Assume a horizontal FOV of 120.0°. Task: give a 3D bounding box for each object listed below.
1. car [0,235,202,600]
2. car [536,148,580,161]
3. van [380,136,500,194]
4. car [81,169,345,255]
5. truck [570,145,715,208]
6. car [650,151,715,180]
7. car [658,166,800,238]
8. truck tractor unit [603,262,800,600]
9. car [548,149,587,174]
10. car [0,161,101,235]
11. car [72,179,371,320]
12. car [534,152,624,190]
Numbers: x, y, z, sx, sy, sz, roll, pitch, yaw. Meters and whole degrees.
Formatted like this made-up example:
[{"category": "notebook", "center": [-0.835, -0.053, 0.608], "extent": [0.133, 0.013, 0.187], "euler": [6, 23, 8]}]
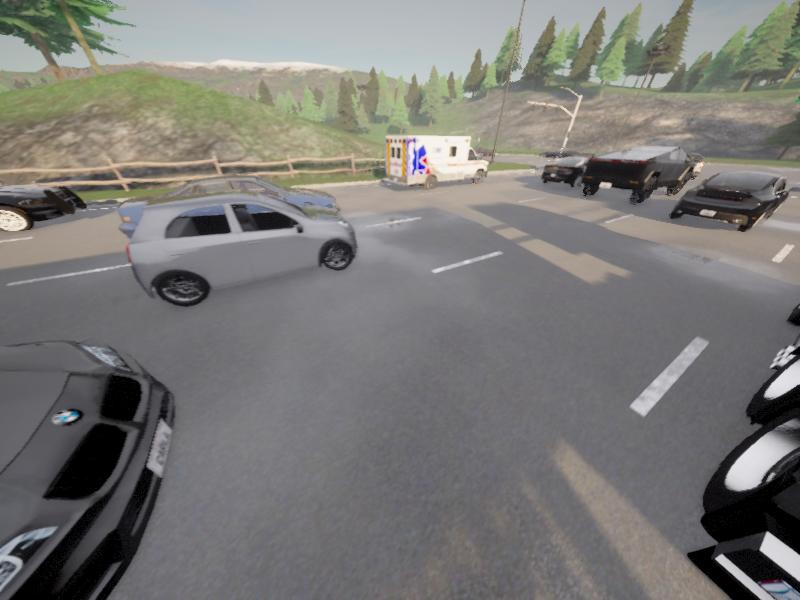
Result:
[{"category": "car", "center": [-3.838, 1.339, 0.572], "extent": [4.611, 1.667, 2.242], "euler": [-17, 39, -25]}, {"category": "car", "center": [22.692, -21.022, 33.307], "extent": [1.895, 1.301, 4.718], "euler": [-22, 41, -29]}, {"category": "van", "center": [2.297, -7.871, 13.213], "extent": [6.366, 2.431, 2.351], "euler": [-18, 39, -24]}, {"category": "car", "center": [-4.646, -2.895, 6.898], "extent": [5.357, 1.411, 2.033], "euler": [-18, 39, -24]}, {"category": "truck", "center": [11.606, -6.137, 11.105], "extent": [6.274, 2.098, 2.390], "euler": [-18, 39, -24]}, {"category": "car", "center": [21.629, -10.514, 17.928], "extent": [1.851, 1.617, 3.988], "euler": [20, 39, 25]}, {"category": "car", "center": [11.549, -3.564, 7.940], "extent": [4.892, 1.490, 1.837], "euler": [-18, 39, -24]}, {"category": "truck tractor unit", "center": [5.112, -0.298, 0.798], "extent": [6.516, 4.208, 3.053], "euler": [-18, 39, -24]}, {"category": "car", "center": [14.929, -12.415, 20.590], "extent": [1.851, 1.617, 3.988], "euler": [25, 42, 31]}, {"category": "car", "center": [-12.789, -2.668, 6.271], "extent": [5.238, 1.638, 1.930], "euler": [-18, 39, -24]}, {"category": "car", "center": [-2.662, -1.286, 4.489], "extent": [3.633, 1.501, 1.845], "euler": [-18, 39, -24]}, {"category": "car", "center": [11.111, -8.107, 14.332], "extent": [5.238, 1.638, 1.930], "euler": [-18, 39, -25]}]
